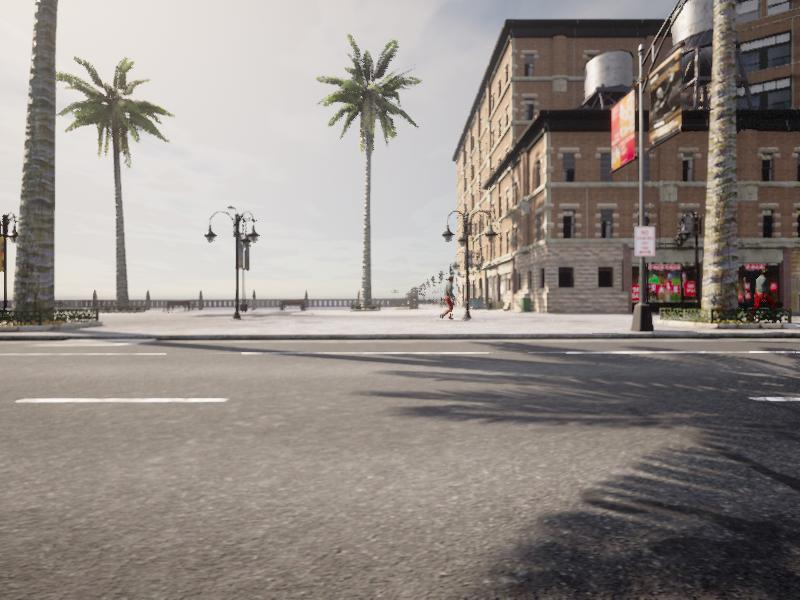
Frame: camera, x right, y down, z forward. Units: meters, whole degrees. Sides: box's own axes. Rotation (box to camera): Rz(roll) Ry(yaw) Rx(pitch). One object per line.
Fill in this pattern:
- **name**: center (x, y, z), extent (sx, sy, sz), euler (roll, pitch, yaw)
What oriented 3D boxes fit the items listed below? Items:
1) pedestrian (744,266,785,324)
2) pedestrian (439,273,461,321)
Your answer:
- **pedestrian**: center (12.179, -0.160, 13.399), extent (0.751, 1.860, 0.751), euler (0, 0, 15)
- **pedestrian**: center (1.987, -0.119, 15.972), extent (0.751, 1.860, 0.751), euler (0, 0, 1)
